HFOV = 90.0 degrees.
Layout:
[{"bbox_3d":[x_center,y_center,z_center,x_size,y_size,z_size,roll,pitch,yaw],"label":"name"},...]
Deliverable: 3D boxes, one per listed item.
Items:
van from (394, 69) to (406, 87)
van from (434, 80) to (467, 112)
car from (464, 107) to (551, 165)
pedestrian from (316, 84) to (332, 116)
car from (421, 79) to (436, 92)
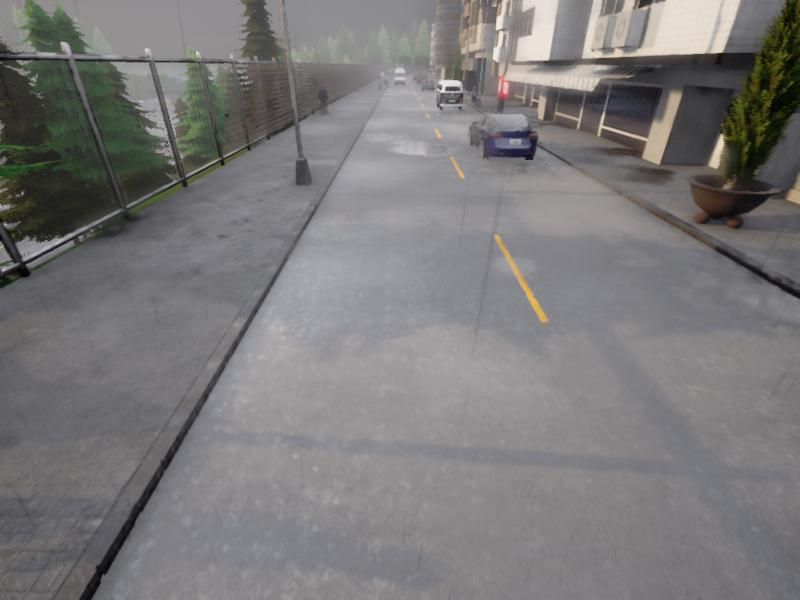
[{"bbox_3d":[-0.026,-38.916,70.010,1.988,2.561,5.915,0,30,0],"label":"van"},{"bbox_3d":[3.989,-16.558,32.307,2.069,2.038,4.480,0,30,0],"label":"van"},{"bbox_3d":[3.995,-6.621,15.865,2.163,1.488,4.792,0,30,0],"label":"car"},{"bbox_3d":[-5.106,-13.459,26.929,0.751,1.860,0.751,1,30,2],"label":"pedestrian"},{"bbox_3d":[3.980,-30.309,56.385,1.970,1.475,3.806,0,30,0],"label":"car"}]
